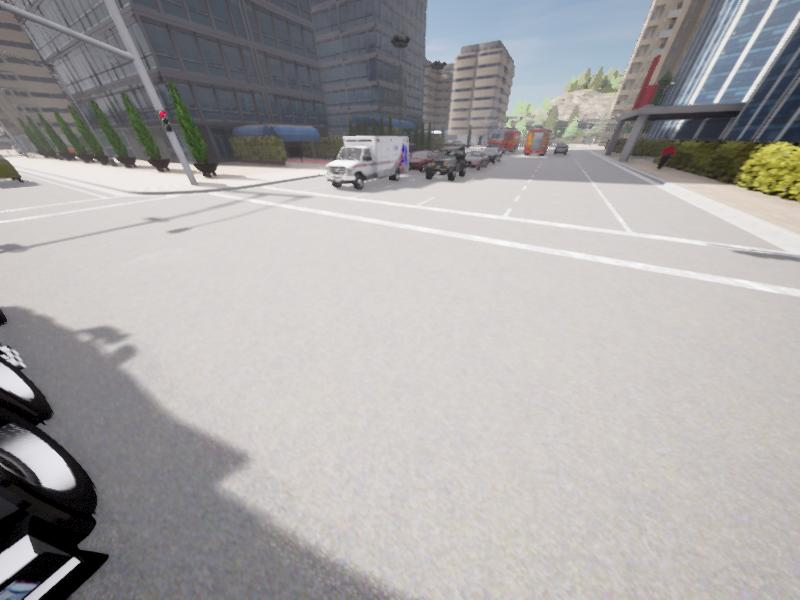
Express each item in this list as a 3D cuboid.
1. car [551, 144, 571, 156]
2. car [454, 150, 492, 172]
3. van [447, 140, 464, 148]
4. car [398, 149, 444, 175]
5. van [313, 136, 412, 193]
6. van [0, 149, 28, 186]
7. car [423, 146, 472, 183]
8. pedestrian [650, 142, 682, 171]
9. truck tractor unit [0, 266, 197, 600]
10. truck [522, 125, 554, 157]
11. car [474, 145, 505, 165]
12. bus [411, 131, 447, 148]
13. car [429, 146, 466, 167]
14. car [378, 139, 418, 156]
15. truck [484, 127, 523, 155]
[{"bbox_3d":[26.354,-24.659,37.848,2.128,1.511,4.902,18,39,24],"label":"car"},{"bbox_3d":[6.675,-12.665,20.931,1.994,1.385,4.181,19,39,25],"label":"car"},{"bbox_3d":[17.104,-48.257,71.410,4.442,1.987,1.775,18,39,24],"label":"van"},{"bbox_3d":[1.907,-11.963,19.819,1.882,1.535,5.008,18,39,24],"label":"car"},{"bbox_3d":[-1.798,-8.547,14.169,2.351,2.431,6.366,18,39,24],"label":"van"},{"bbox_3d":[-27.241,-8.805,15.163,4.442,1.987,1.775,18,39,24],"label":"van"},{"bbox_3d":[3.288,-9.444,15.879,1.905,1.878,3.866,18,39,24],"label":"car"},{"bbox_3d":[19.997,-10.804,17.394,0.751,1.860,0.751,20,40,27],"label":"pedestrian"},{"bbox_3d":[-5.117,-0.296,0.776,6.516,4.208,3.053,18,39,24],"label":"truck tractor unit"},{"bbox_3d":[22.080,-25.328,36.825,2.891,3.827,8.468,18,39,24],"label":"truck"},{"bbox_3d":[10.088,-16.274,25.844,1.930,1.638,5.238,17,39,24],"label":"car"},{"bbox_3d":[8.876,-49.625,71.473,10.273,4.253,3.944,18,39,24],"label":"bus"},{"bbox_3d":[5.138,-15.311,24.481,2.242,1.667,4.611,18,39,24],"label":"car"},{"bbox_3d":[-0.278,-25.376,38.367,6.274,2.098,2.390,-19,39,-24],"label":"car"},{"bbox_3d":[18.602,-28.456,41.348,2.891,3.827,8.468,25,42,32],"label":"truck"}]
